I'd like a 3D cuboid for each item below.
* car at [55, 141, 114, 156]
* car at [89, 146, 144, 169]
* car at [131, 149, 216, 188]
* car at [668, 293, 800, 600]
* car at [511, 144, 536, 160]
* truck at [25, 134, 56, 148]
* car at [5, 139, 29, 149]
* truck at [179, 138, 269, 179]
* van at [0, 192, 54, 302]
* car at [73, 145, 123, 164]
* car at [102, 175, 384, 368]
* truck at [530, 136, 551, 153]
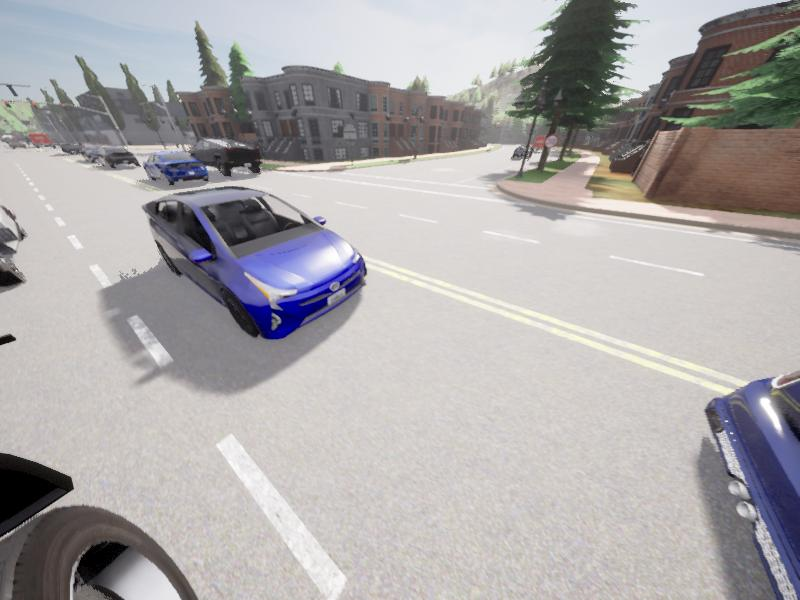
[{"bbox_3d":[-43.504,-21.002,31.985,2.007,1.525,4.514,23,41,29],"label":"car"},{"bbox_3d":[-24.526,-12.386,19.960,4.892,1.490,1.837,22,41,28],"label":"car"},{"bbox_3d":[-13.290,-7.823,13.552,5.008,1.535,1.882,22,41,28],"label":"car"},{"bbox_3d":[4.041,1.599,0.119,4.553,1.767,2.097,22,41,28],"label":"car"},{"bbox_3d":[16.174,-19.390,30.197,1.816,1.474,4.193,23,41,28],"label":"car"},{"bbox_3d":[-78.591,-34.851,50.497,5.204,2.467,2.627,22,41,28],"label":"truck"},{"bbox_3d":[-75.191,-30.606,45.292,3.633,1.501,1.845,22,41,28],"label":"car"},{"bbox_3d":[-12.571,-10.222,16.473,6.274,2.098,2.390,22,41,28],"label":"truck"},{"bbox_3d":[-9.536,-1.731,4.174,6.366,2.431,2.351,22,41,28],"label":"van"},{"bbox_3d":[-31.062,-15.010,23.713,5.357,1.411,2.033,22,41,28],"label":"car"},{"bbox_3d":[-2.703,-1.041,4.037,4.514,1.525,2.007,22,41,28],"label":"car"},{"bbox_3d":[27.067,-29.967,44.428,2.627,2.467,5.204,17,38,22],"label":"truck"}]
